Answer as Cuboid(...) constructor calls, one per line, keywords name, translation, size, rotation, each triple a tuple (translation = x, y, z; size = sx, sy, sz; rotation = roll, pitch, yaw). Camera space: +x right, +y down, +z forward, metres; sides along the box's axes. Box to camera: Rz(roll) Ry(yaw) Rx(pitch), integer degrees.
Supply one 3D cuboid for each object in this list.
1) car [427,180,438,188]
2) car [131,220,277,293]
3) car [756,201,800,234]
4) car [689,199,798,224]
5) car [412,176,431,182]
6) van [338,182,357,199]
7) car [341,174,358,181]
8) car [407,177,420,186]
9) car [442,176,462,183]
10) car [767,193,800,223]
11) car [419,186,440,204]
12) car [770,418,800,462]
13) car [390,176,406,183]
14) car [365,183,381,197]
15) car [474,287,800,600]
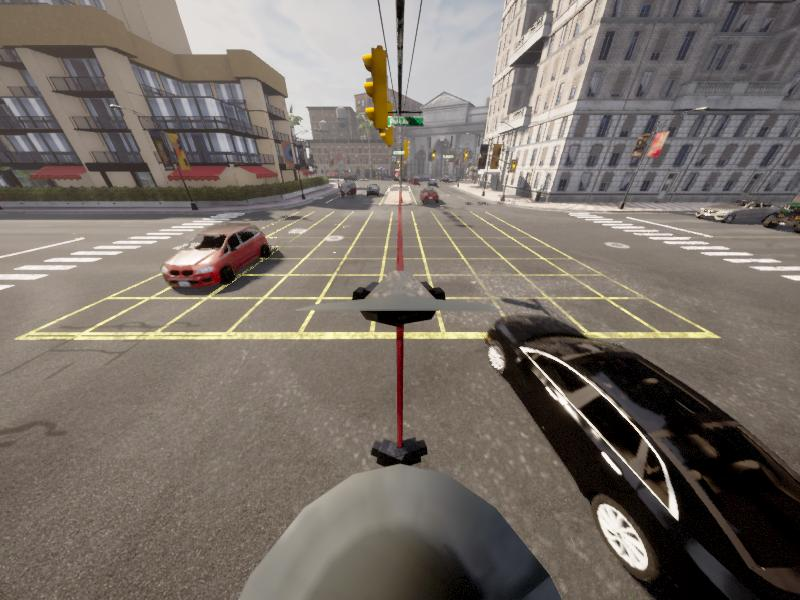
Cuboid(name="car", translation=(7.397, -26.506, 52.524), size=(1.994, 1.385, 4.181), rotation=(1, 30, 2))
Cuboid(name="car", translation=(-7.764, -2.146, 10.054), size=(2.242, 1.667, 4.611), rotation=(0, 30, 0))
Cuboid(name="car", translation=(28.845, -5.803, 16.166), size=(3.866, 1.878, 1.905), rotation=(0, 30, 0))
Cuboid(name="car", translation=(28.323, -7.433, 19.258), size=(5.027, 1.651, 2.152), rotation=(0, 30, 0))
Cuboid(name="car", translation=(6.381, -36.350, 69.557), size=(5.357, 1.411, 2.033), rotation=(-4, 30, -8))
Cuboid(name="van", translation=(-7.688, -16.402, 34.427), size=(1.775, 1.987, 4.442), rotation=(0, 30, 0))
Cuboid(name="car", translation=(-15.911, -38.452, 72.730), size=(4.605, 1.855, 1.932), rotation=(0, 30, 1))
Cuboid(name="car", translation=(3.382, -30.160, 58.715), size=(1.851, 1.617, 3.988), rotation=(-8, 31, -14))
Cuboid(name="car", translation=(14.817, -34.316, 65.851), size=(4.974, 1.542, 2.038), rotation=(-11, 32, -18))
Cuboid(name="car", translation=(35.503, -7.623, 19.162), size=(5.566, 2.045, 2.150), rotation=(0, 30, 0))
Cuboid(name="car", translation=(3.800, -14.023, 30.672), size=(2.152, 1.651, 5.027), rotation=(0, 30, 0))
Cuboid(name="car", translation=(7.205, 2.983, 1.543), size=(1.895, 1.301, 4.718), rotation=(0, 30, 0))
Cuboid(name="car", translation=(-0.548, -35.203, 67.475), size=(1.837, 1.490, 4.892), rotation=(-26, 39, -37))
Cuboid(name="car", translation=(-4.180, -17.437, 36.565), size=(1.930, 1.638, 5.238), rotation=(0, 30, 0))
Cuboid(name="car", translation=(3.217, 1.605, 3.735), size=(1.837, 1.490, 4.892), rotation=(-4, 31, -7))
